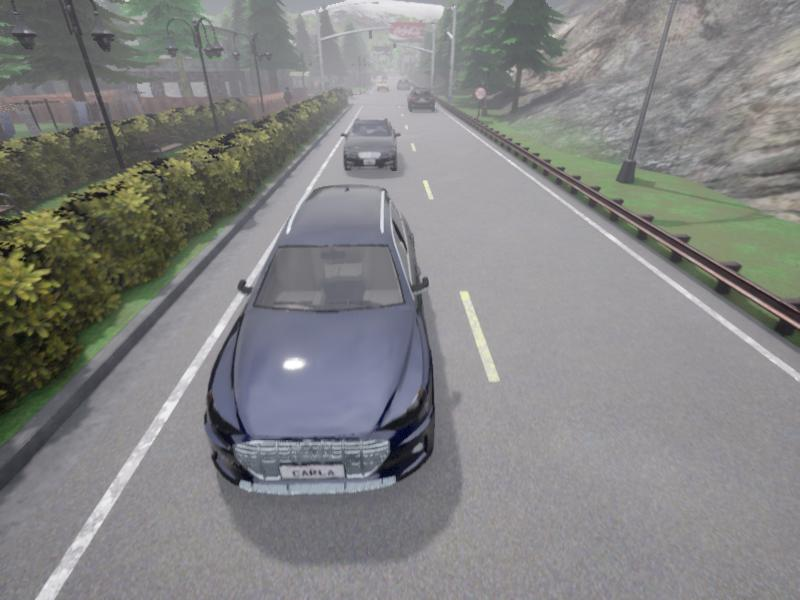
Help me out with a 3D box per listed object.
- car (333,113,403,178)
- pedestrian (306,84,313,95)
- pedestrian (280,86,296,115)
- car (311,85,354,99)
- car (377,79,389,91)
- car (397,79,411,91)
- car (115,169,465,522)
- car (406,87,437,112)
[{"bbox_3d":[-1.043,-5.858,14.769,2.128,1.511,4.902,-1,30,-1],"label":"car"},{"bbox_3d":[-12.531,-29.237,55.463,0.751,1.300,0.751,2,30,3],"label":"pedestrian"},{"bbox_3d":[-8.101,-14.479,29.008,0.751,1.860,0.751,0,30,1],"label":"pedestrian"},{"bbox_3d":[-8.293,-25.776,49.612,4.892,1.490,1.837,0,30,0],"label":"car"},{"bbox_3d":[-2.739,-34.562,64.313,1.801,1.575,5.366,-1,30,-1],"label":"car"},{"bbox_3d":[0.588,-37.424,69.456,2.242,1.667,4.611,-1,30,-1],"label":"car"},{"bbox_3d":[-0.707,-0.204,4.853,2.033,1.649,4.856,-1,30,-2],"label":"car"},{"bbox_3d":[1.776,-17.425,34.659,2.242,1.667,4.611,-1,30,-1],"label":"car"}]
